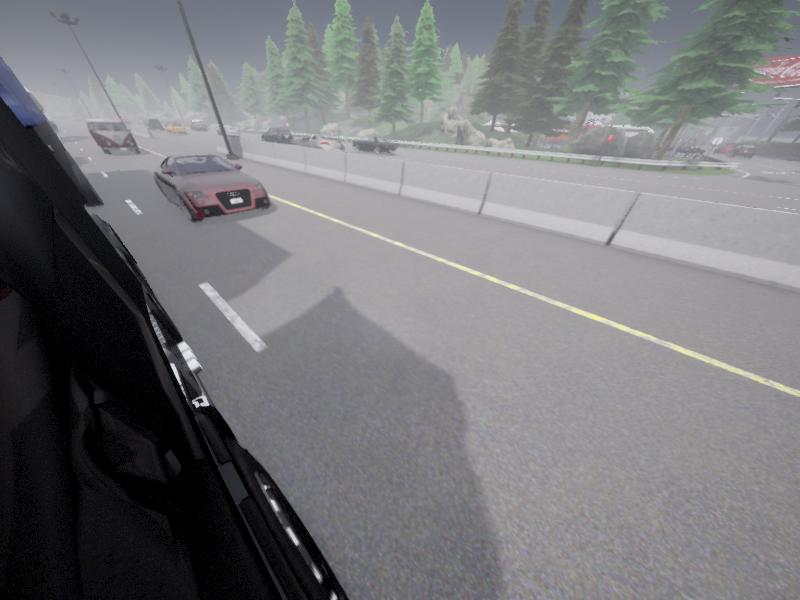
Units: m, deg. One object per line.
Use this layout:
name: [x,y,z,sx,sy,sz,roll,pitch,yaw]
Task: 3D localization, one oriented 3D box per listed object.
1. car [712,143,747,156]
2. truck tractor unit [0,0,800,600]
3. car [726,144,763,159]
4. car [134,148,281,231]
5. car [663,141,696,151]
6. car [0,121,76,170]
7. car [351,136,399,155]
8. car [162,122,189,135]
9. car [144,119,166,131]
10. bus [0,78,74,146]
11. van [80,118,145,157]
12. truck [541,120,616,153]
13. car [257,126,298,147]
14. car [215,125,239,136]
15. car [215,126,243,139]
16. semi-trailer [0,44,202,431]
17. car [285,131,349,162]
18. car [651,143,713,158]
car: [56.808,-26.112,39.948,2.242,1.667,4.611,28,44,30]
truck tractor unit: [-2.645,-0.295,0.351,6.516,4.208,3.053,28,44,30]
car: [51.048,-22.130,34.362,2.163,1.488,4.792,31,45,33]
car: [-5.769,-3.540,6.913,4.181,1.385,1.994,28,44,30]
car: [64.518,-35.588,53.412,4.514,1.525,2.007,28,44,30]
car: [-19.113,-8.069,11.900,4.553,1.767,2.097,28,44,30]
car: [-2.577,-15.536,23.177,4.718,1.301,1.895,28,44,30]
car: [-38.180,-29.110,39.186,5.366,1.575,1.801,28,44,30]
car: [-49.098,-35.047,46.277,3.866,1.878,1.905,28,44,30]
bus: [-34.577,-16.388,20.139,3.944,4.253,10.273,-23,44,-30]
van: [-20.052,-11.391,16.132,4.442,1.987,1.775,28,44,30]
truck: [28.431,-26.487,37.347,8.468,3.827,2.891,28,44,30]
car: [-14.387,-19.281,27.138,4.553,1.767,2.097,28,44,30]
car: [-31.746,-31.119,42.325,4.674,1.442,1.812,28,44,30]
car: [-25.676,-25.158,34.655,3.806,1.475,1.970,28,44,30]
semi-trailer: [-8.714,-3.570,4.245,14.254,4.402,2.717,28,44,30]
car: [-6.595,-12.318,18.389,5.027,1.651,2.152,28,44,30]
car: [38.487,-20.566,31.776,5.008,1.535,1.882,21,41,27]
